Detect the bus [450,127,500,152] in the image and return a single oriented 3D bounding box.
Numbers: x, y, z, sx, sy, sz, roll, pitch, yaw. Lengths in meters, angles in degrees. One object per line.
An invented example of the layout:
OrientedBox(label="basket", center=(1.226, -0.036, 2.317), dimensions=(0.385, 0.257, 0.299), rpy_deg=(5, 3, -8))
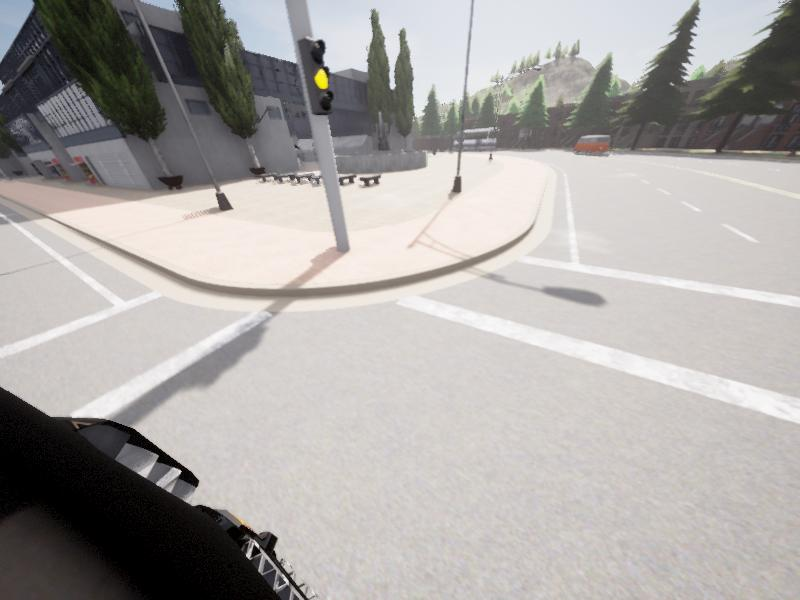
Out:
OrientedBox(label="bus", center=(17.192, -37.394, 54.148), dimensions=(3.944, 4.253, 10.273), rpy_deg=(-26, 40, -30))

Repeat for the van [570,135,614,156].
OrientedBox(label="van", center=(23.863, -19.395, 28.982), dimensions=(1.775, 1.987, 4.442), rpy_deg=(-1, 34, 3))
